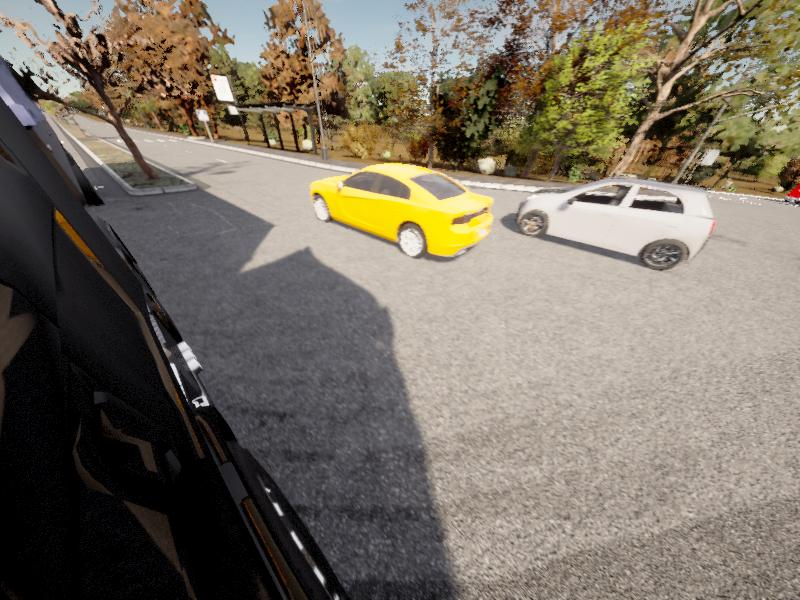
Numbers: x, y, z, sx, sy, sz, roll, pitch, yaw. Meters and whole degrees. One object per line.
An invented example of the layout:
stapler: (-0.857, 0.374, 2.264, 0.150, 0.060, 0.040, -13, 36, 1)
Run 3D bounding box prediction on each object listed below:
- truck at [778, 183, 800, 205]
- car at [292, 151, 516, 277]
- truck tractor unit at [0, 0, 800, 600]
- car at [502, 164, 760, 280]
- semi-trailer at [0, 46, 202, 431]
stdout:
truck: (56.969, -14.478, 32.043, 5.204, 2.467, 2.627, -4, 36, -18)
car: (-0.253, -2.494, 5.685, 5.008, 1.535, 1.882, 28, 44, 29)
truck tractor unit: (-2.645, -0.295, 0.351, 6.516, 4.208, 3.053, 28, 44, 30)
car: (4.814, -2.132, 5.555, 3.633, 1.501, 1.845, 28, 43, 29)
semi-trailer: (-8.709, -3.579, 4.244, 14.254, 4.402, 2.717, 28, 44, 30)
